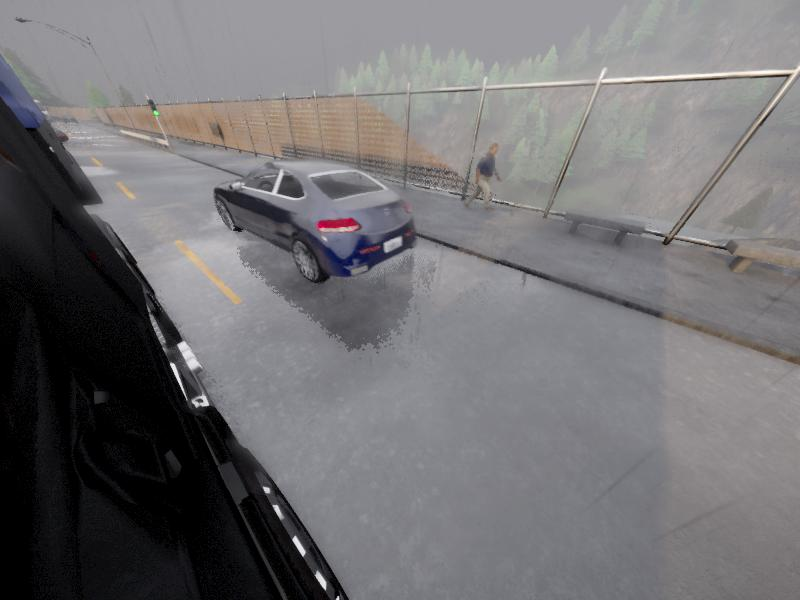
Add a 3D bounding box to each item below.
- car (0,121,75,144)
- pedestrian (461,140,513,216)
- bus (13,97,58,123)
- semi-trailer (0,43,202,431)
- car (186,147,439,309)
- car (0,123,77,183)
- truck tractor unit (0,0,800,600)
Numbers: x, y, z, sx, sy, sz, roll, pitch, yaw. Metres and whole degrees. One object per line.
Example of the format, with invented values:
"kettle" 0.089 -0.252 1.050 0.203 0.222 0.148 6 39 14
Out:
"car" -30.689 -13.727 18.934 4.181 1.385 1.994 -6 37 -12
"pedestrian" 2.503 -3.576 6.810 0.751 1.860 0.751 31 45 33
"bus" -87.003 -45.393 55.338 10.273 4.253 3.944 28 44 30
"semi-trailer" -8.697 -3.607 4.227 14.254 4.402 2.717 28 44 30
"car" -2.006 -2.020 4.860 5.027 1.651 2.152 28 44 30
"car" -16.094 -6.407 9.854 5.238 1.638 1.930 28 44 30
"truck tractor unit" -2.645 -0.295 0.351 6.516 4.208 3.053 28 44 30
